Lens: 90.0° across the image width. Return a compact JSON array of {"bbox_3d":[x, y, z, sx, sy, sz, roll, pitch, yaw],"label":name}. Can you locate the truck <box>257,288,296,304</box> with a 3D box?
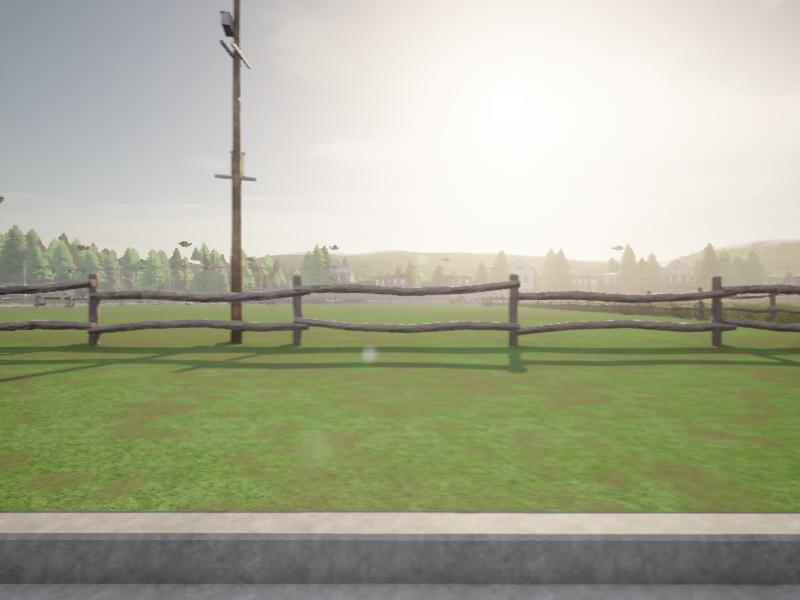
[{"bbox_3d":[-29.509,-0.972,95.591,8.468,3.827,2.891,0,0,0],"label":"truck"}]

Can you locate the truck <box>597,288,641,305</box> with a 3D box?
[{"bbox_3d":[50.184,-0.843,91.726,8.468,3.827,2.891,0,0,0],"label":"truck"}]
